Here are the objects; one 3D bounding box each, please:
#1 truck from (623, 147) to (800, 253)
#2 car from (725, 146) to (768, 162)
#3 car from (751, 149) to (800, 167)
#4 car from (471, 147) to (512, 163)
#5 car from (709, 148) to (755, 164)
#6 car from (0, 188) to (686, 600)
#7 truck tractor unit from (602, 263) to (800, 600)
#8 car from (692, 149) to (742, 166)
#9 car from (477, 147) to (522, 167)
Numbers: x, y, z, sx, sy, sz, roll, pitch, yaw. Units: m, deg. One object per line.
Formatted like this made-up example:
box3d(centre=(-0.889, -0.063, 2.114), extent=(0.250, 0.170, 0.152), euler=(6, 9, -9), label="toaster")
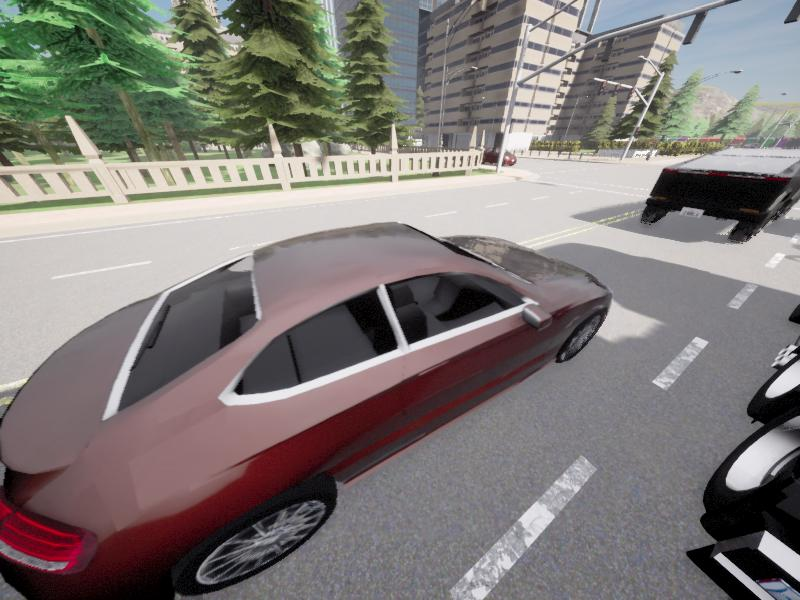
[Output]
box3d(centre=(10.511, -3.513, 7.282), extent=(6.274, 2.098, 2.390), euler=(-18, 39, -24), label="truck")
box3d(centre=(47.399, -19.982, 31.605), extent=(4.856, 1.649, 2.033), euler=(-18, 39, -24), label="car")
box3d(centre=(42.201, -15.937, 25.843), extent=(4.974, 1.542, 2.038), euler=(-18, 39, -24), label="car")
box3d(centre=(11.418, -18.380, 29.220), extent=(1.812, 1.442, 4.674), euler=(-18, 39, -24), label="car")
box3d(centre=(41.374, -17.975, 28.766), extent=(4.974, 1.542, 2.038), euler=(-18, 39, -24), label="car")
box3d(centre=(0.053, 0.100, 2.438), extent=(5.027, 1.651, 2.152), euler=(-18, 39, -24), label="car")
box3d(centre=(5.108, -0.304, 0.785), extent=(6.516, 4.208, 3.053), euler=(-18, 39, -24), label="truck tractor unit")
box3d(centre=(35.942, -16.241, 26.241), extent=(4.514, 1.525, 2.007), euler=(-17, 38, -23), label="car")
box3d(centre=(10.493, -15.293, 24.635), extent=(1.851, 1.617, 3.988), euler=(-17, 38, -23), label="car")
